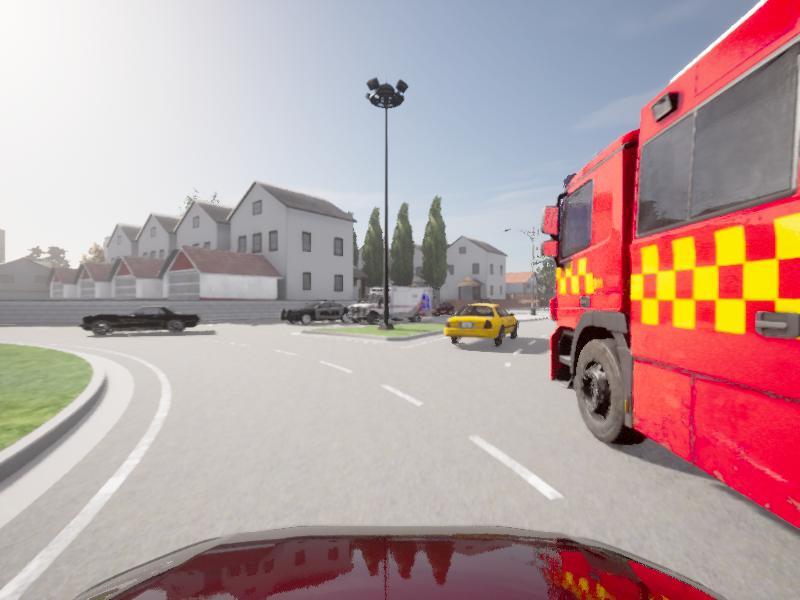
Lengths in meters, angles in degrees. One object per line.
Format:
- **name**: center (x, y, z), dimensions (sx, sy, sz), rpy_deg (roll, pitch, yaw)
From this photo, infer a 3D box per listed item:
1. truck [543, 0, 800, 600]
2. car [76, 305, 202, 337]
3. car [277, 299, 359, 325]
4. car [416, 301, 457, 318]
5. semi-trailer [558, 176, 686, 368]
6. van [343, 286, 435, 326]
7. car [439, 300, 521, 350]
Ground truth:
- **truck**: center (3.441, -0.318, 1.871), dimensions (2.891, 3.827, 8.468), rpy_deg (0, 0, 3)
- **car**: center (-12.051, 0.930, 18.900), dimensions (4.718, 1.301, 1.895), rpy_deg (0, 0, -24)
- **car**: center (-5.495, 0.757, 27.386), dimensions (5.238, 1.638, 1.930), rpy_deg (0, 0, -42)
- **car**: center (3.421, 0.840, 37.088), dimensions (1.816, 1.474, 4.193), rpy_deg (0, 0, 37)
- **semi-trailer**: center (8.427, -0.621, 16.165), dimensions (2.717, 4.402, 14.254), rpy_deg (0, 0, 26)
- **van**: center (-0.563, 0.366, 27.178), dimensions (6.366, 2.431, 2.351), rpy_deg (0, 0, -45)
- **car**: center (3.298, 0.796, 15.412), dimensions (1.801, 1.575, 5.366), rpy_deg (0, 0, 26)
